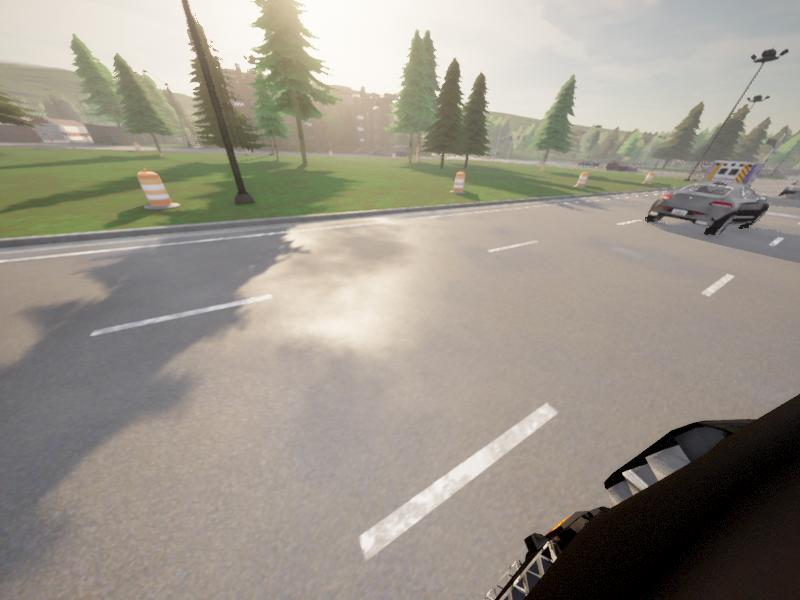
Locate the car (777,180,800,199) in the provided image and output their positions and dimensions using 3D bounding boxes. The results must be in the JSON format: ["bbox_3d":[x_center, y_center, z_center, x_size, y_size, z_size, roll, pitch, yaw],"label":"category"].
[{"bbox_3d":[37.222,-10.194,21.230,4.718,1.301,1.895,-15,38,-25],"label":"car"}]

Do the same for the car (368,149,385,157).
[{"bbox_3d":[-5.960,-37.405,58.679,3.988,1.617,1.851,-15,38,-25],"label":"car"}]

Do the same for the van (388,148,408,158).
[{"bbox_3d":[-0.529,-36.819,57.878,4.442,1.987,1.775,-15,38,-25],"label":"van"}]

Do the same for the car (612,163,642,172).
[{"bbox_3d":[50.487,-29.552,51.533,1.994,1.385,4.181,-15,37,-25],"label":"car"}]

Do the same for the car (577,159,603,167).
[{"bbox_3d":[54.109,-39.105,66.039,1.930,1.638,5.238,-15,37,-25],"label":"car"}]

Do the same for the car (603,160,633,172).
[{"bbox_3d":[47.255,-29.137,50.173,1.905,1.878,3.866,-15,37,-25],"label":"car"}]

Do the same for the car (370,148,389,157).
[{"bbox_3d":[-5.450,-39.774,62.248,4.611,1.667,2.242,-15,37,-25],"label":"car"}]

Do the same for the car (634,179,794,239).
[{"bbox_3d":[12.592,-3.847,9.350,5.027,1.651,2.152,-12,36,-21],"label":"car"}]

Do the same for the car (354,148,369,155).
[{"bbox_3d":[-10.528,-40.564,63.141,3.705,1.549,1.789,-15,38,-25],"label":"car"}]

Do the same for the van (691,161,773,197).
[{"bbox_3d":[29.184,-10.684,20.299,6.366,2.431,2.351,-15,37,-25],"label":"van"}]
